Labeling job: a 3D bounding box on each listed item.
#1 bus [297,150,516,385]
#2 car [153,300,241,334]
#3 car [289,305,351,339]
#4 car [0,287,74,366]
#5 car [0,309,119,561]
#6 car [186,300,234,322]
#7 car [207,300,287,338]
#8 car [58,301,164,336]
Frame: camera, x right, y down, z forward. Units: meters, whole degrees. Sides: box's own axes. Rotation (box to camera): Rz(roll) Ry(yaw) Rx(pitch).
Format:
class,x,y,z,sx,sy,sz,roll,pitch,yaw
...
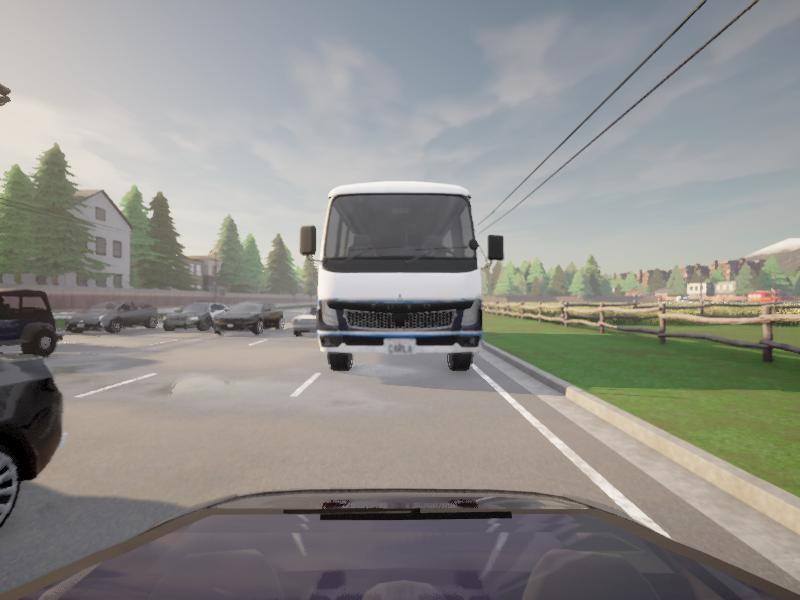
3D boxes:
class,x,y,z,sx,sy,sz,roll,pitch,yaw
bus,0.117,-0.546,12.365,3.944,4.253,10.273,0,-1,0
car,-10.431,0.796,21.046,2.038,1.542,4.974,0,0,1
car,-3.506,0.919,18.370,1.895,1.301,4.718,0,0,0
car,-10.502,0.632,9.771,1.905,1.878,3.866,0,0,0
car,-3.500,0.834,1.023,2.128,1.511,4.902,0,0,0
car,-14.009,0.774,29.741,1.789,1.549,3.705,0,0,0
car,-7.010,0.797,19.008,1.882,1.535,5.008,0,0,0
car,-14.006,0.802,19.801,2.007,1.525,4.514,0,0,0
